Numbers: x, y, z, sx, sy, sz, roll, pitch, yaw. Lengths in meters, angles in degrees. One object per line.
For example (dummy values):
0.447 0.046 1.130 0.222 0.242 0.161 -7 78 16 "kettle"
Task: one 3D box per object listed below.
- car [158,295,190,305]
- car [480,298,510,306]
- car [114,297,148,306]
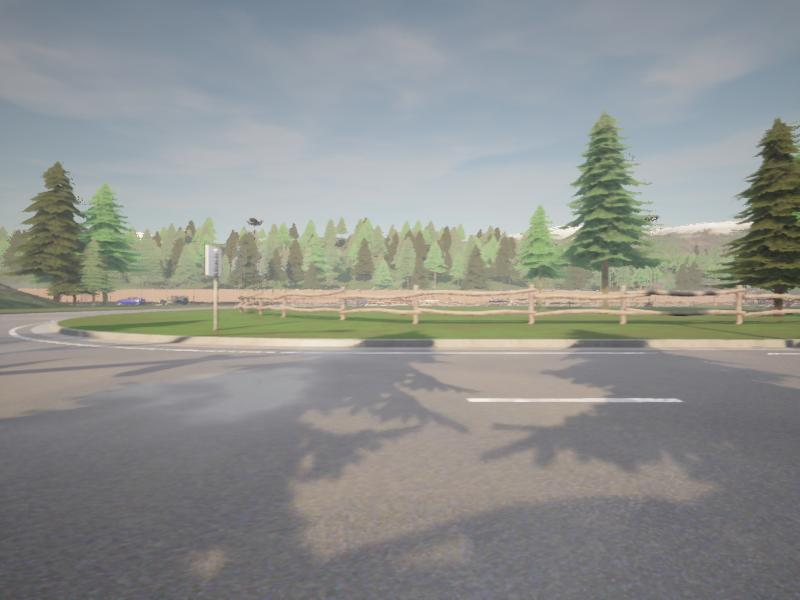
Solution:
-39.526 0.013 69.981 4.605 1.855 1.932 0 0 0 "car"
16.598 0.354 70.163 4.718 1.301 1.895 0 0 0 "car"
-47.006 0.217 69.957 4.514 1.525 2.007 0 0 0 "car"
